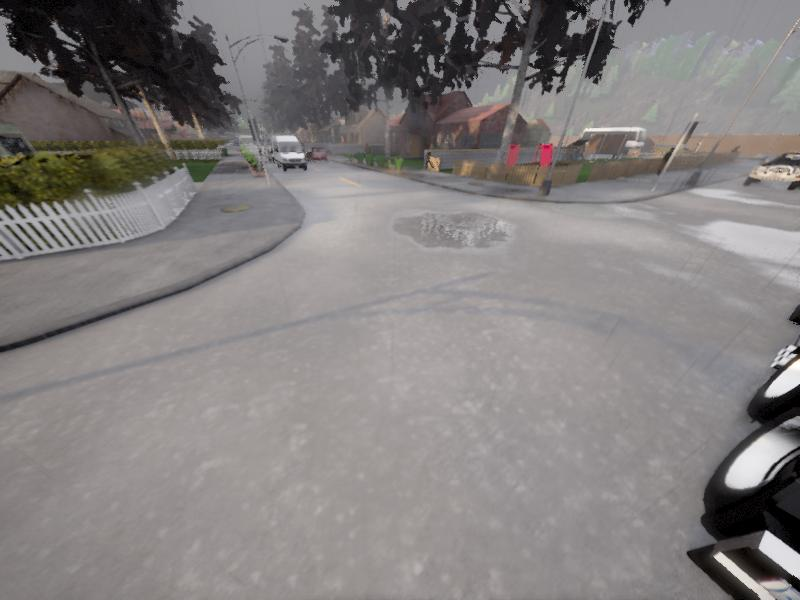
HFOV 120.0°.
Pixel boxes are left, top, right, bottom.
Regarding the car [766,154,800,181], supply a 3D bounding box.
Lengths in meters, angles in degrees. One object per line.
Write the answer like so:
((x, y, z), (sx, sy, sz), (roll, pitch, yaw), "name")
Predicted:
((30.088, -9.949, 17.281), (4.892, 1.490, 1.837), (-18, 39, -24), "car")

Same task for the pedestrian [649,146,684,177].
((19.446, -10.128, 16.896), (0.751, 1.860, 0.751), (-18, 39, -24), "pedestrian")

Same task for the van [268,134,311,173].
((-9.889, -13.060, 20.484), (1.988, 2.561, 5.915), (-18, 39, -24), "van")

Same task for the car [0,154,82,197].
((-17.201, -5.129, 9.567), (4.181, 1.381, 1.994), (-18, 39, -24), "car")

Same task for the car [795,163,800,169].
((42.549, -14.083, 23.076), (4.553, 1.767, 2.097), (-17, 38, -23), "car")

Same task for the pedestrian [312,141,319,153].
((-15.432, -28.020, 42.305), (0.751, 1.860, 0.751), (-18, 39, -24), "pedestrian")

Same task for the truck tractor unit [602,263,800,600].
((5.111, -0.299, 0.789), (6.516, 4.208, 3.053), (-18, 39, -24), "truck tractor unit")

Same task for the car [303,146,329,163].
((-9.990, -17.312, 27.470), (1.845, 1.501, 3.633), (-18, 39, -24), "car")

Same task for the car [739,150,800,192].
((23.261, -7.884, 13.913), (4.605, 1.855, 1.932), (-18, 39, -24), "car")

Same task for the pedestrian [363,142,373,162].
((-3.748, -17.371, 27.098), (0.751, 1.860, 0.751), (-18, 39, -24), "pedestrian")

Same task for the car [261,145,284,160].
((-17.320, -20.038, 31.280), (1.801, 1.575, 5.366), (-18, 39, -24), "car")

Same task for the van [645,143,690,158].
((47.064, -26.494, 40.796), (1.775, 1.987, 4.442), (-18, 39, -24), "van")

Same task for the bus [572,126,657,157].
((40.009, -30.006, 43.797), (3.944, 4.253, 10.273), (-18, 39, -24), "bus")

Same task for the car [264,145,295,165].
((-13.721, -16.492, 26.178), (2.152, 1.651, 5.027), (-18, 39, -24), "car")
